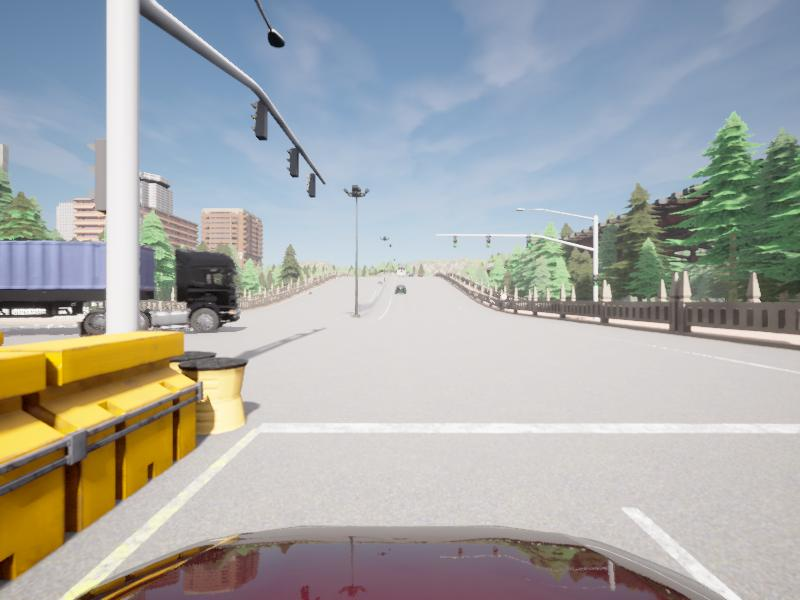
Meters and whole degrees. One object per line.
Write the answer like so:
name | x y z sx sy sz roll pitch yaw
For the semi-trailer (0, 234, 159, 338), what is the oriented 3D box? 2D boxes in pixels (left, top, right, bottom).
semi-trailer | -19.087 -0.610 17.991 14.254 4.402 2.717 0 0 -8

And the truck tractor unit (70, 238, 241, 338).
truck tractor unit | -11.317 -0.511 19.381 6.516 4.208 3.053 0 0 -18
